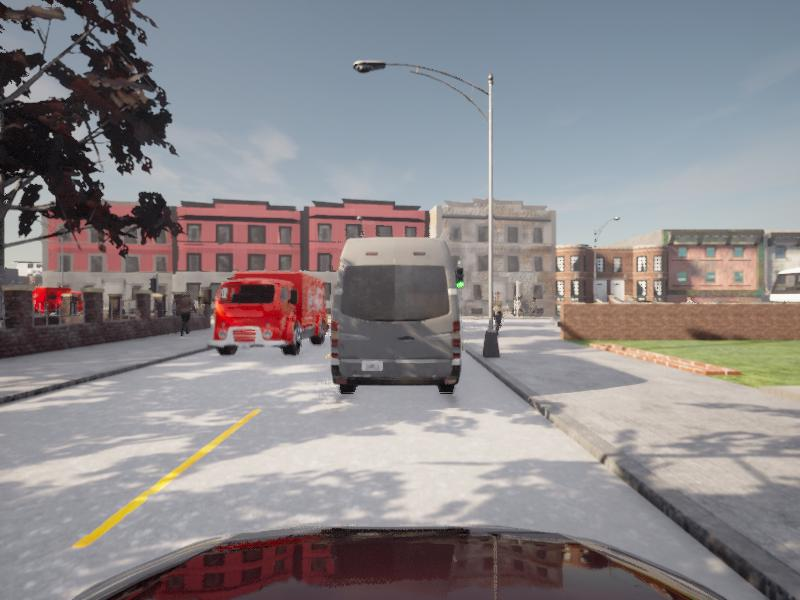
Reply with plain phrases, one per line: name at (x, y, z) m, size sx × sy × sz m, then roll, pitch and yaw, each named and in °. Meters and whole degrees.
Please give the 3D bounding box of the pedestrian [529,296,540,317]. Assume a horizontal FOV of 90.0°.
pedestrian at (11.885, 0.556, 35.449) m, size 0.751 × 1.860 × 0.751 m, roll 0°, pitch 0°, yaw 2°

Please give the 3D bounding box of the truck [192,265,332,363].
truck at (-3.951, 0.369, 12.769) m, size 2.627 × 2.467 × 5.204 m, roll 0°, pitch 0°, yaw 0°

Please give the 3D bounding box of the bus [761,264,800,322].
bus at (34.585, -0.514, 30.655) m, size 10.273 × 4.253 × 3.944 m, roll 0°, pitch 0°, yaw 0°

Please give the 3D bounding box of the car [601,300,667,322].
car at (17.985, 0.808, 30.866) m, size 3.988 × 1.617 × 1.851 m, roll 0°, pitch 0°, yaw 0°

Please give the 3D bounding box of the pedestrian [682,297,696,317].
pedestrian at (27.132, 0.607, 37.529) m, size 0.751 × 1.860 × 0.751 m, roll 0°, pitch 0°, yaw -11°

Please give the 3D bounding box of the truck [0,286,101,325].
truck at (-23.783, 0.372, 26.967) m, size 5.204 × 2.467 × 2.627 m, roll 0°, pitch 0°, yaw 0°

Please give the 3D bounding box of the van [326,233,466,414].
van at (-0.019, 0.329, 8.640) m, size 1.988 × 2.561 × 5.915 m, roll 0°, pitch 0°, yaw 1°

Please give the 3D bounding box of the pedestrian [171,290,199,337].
pedestrian at (-8.795, 0.545, 16.419) m, size 0.751 × 1.860 × 0.751 m, roll 0°, pitch 0°, yaw 0°

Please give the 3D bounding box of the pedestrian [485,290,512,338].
pedestrian at (3.919, 0.535, 15.927) m, size 0.751 × 1.860 × 0.751 m, roll 0°, pitch 0°, yaw -29°

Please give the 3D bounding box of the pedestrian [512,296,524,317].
pedestrian at (10.587, 0.556, 35.961) m, size 0.751 × 1.860 × 0.751 m, roll 0°, pitch 0°, yaw -12°
